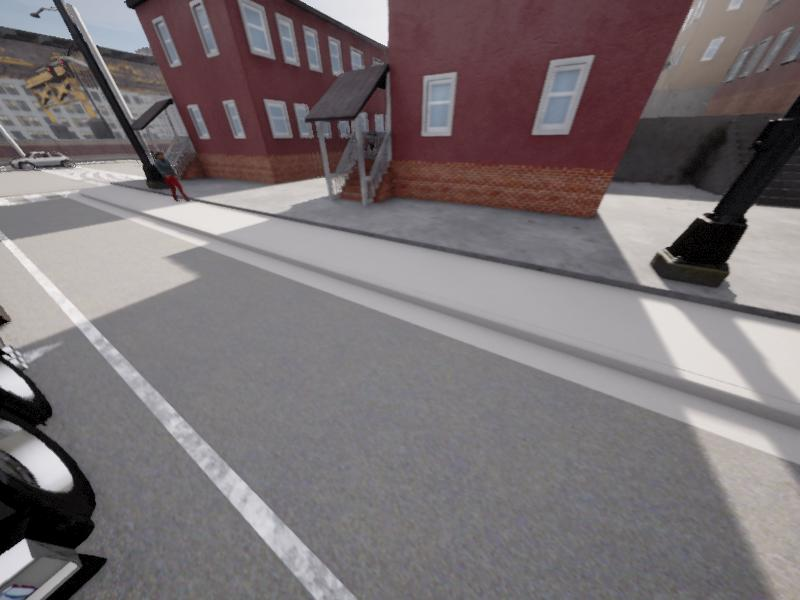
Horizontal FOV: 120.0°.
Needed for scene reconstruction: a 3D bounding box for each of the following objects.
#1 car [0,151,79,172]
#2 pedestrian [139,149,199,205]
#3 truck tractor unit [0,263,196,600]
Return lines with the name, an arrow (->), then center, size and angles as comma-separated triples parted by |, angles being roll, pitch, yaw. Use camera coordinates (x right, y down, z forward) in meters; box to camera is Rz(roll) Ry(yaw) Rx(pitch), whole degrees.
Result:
car -> -35.019, -13.581, 22.563 | 1.970, 1.475, 3.806 | 18, 39, 24
pedestrian -> -9.077, -4.881, 9.172 | 0.751, 1.860, 0.751 | 14, 37, 19
truck tractor unit -> -5.112, -0.298, 0.792 | 6.516, 4.208, 3.053 | 18, 39, 24
